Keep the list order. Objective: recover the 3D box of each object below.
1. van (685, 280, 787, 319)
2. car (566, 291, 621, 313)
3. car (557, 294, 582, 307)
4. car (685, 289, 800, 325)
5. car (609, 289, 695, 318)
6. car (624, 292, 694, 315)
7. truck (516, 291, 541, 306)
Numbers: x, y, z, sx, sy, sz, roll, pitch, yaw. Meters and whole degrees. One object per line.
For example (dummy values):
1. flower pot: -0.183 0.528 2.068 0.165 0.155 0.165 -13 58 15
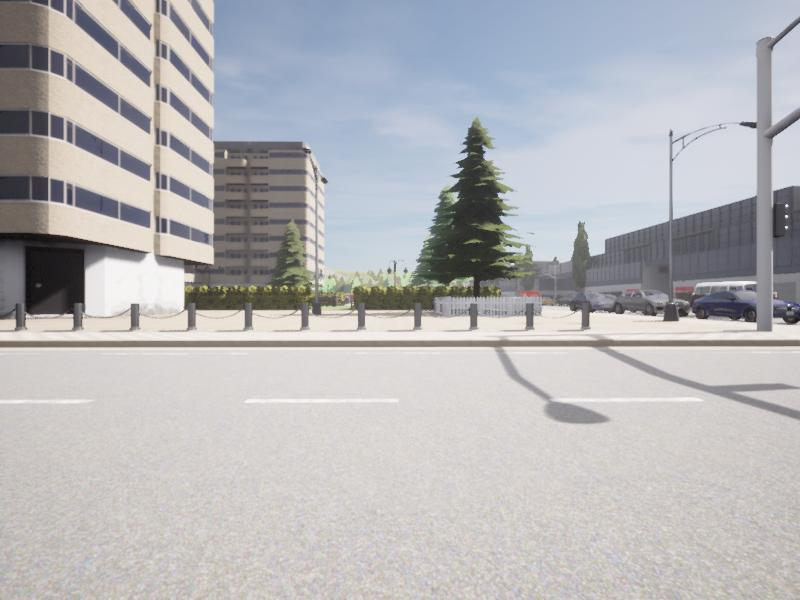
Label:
1. van: 19.027 -0.030 23.001 2.069 2.038 4.480 0 0 -1
2. car: 15.420 0.177 32.250 2.033 1.649 4.856 0 0 -1
3. car: 25.581 0.052 60.550 1.932 1.855 4.605 0 0 -1
4. car: 15.535 0.269 18.225 1.812 1.442 4.674 0 0 1
5. car: 15.509 0.180 25.024 2.152 1.651 5.027 0 0 -1
6. car: 18.953 0.222 29.598 1.882 1.535 5.008 0 0 -1
7. truck: 21.988 -0.246 68.738 2.627 2.467 5.204 0 0 -1
